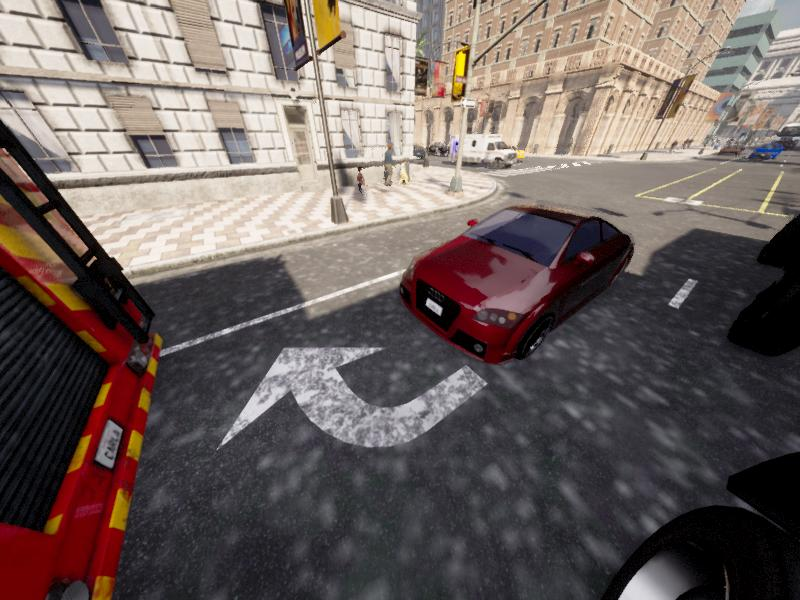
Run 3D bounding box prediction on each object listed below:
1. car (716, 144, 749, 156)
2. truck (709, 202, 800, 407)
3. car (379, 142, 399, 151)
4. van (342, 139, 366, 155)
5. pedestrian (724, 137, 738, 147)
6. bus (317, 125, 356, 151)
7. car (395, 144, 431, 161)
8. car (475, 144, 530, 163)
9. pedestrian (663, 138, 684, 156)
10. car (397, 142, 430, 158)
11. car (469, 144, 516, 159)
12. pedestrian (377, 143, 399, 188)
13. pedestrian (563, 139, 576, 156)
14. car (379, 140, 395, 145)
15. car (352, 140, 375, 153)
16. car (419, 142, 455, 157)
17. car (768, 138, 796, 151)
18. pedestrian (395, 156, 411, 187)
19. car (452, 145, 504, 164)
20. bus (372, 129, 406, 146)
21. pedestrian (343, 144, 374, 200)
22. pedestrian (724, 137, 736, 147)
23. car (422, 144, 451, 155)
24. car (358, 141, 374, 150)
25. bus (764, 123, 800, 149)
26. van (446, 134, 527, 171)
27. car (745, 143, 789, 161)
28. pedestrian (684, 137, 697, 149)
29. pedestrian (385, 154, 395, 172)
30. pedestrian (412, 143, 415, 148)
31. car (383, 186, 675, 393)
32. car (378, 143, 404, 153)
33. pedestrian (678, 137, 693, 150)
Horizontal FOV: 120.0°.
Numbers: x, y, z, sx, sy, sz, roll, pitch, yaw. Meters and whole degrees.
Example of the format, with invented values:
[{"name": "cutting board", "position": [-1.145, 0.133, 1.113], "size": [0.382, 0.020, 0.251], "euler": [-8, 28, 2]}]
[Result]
[{"name": "car", "position": [46.912, -21.213, 32.585], "size": [4.718, 1.301, 1.895], "euler": [-22, 41, -28]}, {"name": "truck", "position": [6.938, -0.532, 2.838], "size": [6.274, 2.098, 2.390], "euler": [-22, 40, -28]}, {"name": "car", "position": [-2.276, -31.401, 47.189], "size": [2.007, 1.525, 4.514], "euler": [-21, 40, -27]}, {"name": "van", "position": [-7.685, -25.488, 38.389], "size": [2.069, 2.038, 4.480], "euler": [-22, 40, -28]}, {"name": "pedestrian", "position": [75.428, -36.017, 52.623], "size": [0.751, 1.860, 0.751], "euler": [10, 36, 14]}, {"name": "bus", "position": [-14.002, -35.338, 50.502], "size": [3.944, 4.253, 10.273], "euler": [-22, 41, -28]}, {"name": "car", "position": [1.481, -17.814, 27.873], "size": [2.007, 1.525, 4.514], "euler": [-22, 41, -28]}, {"name": "car", "position": [11.426, -16.749, 26.246], "size": [1.801, 1.575, 5.366], "euler": [-22, 41, -28]}, {"name": "pedestrian", "position": [35.383, -19.853, 29.943], "size": [0.751, 1.860, 0.751], "euler": [-8, 36, -11]}, {"name": "car", "position": [1.833, -21.075, 32.377], "size": [2.242, 1.667, 4.611], "euler": [-22, 40, -28]}, {"name": "car", "position": [12.051, -19.658, 30.535], "size": [2.033, 1.411, 5.357], "euler": [-23, 41, -28]}, {"name": "pedestrian", "position": [-0.568, -6.618, 11.396], "size": [0.751, 1.860, 0.751], "euler": [-18, 39, -24]}, {"name": "pedestrian", "position": [21.779, -19.612, 29.693], "size": [0.751, 1.860, 0.751], "euler": [18, 39, 24]}, {"name": "car", "position": [-4.582, -55.283, 81.065], "size": [5.366, 1.575, 1.801], "euler": [-22, 40, -28]}, {"name": "car", "position": [-6.730, -28.134, 42.284], "size": [1.932, 1.855, 4.605], "euler": [-22, 40, -28]}, {"name": "car", "position": [5.222, -21.819, 33.435], "size": [1.930, 1.638, 5.238], "euler": [-22, 40, -28]}, {"name": "car", "position": [71.387, -29.114, 43.134], "size": [3.866, 1.878, 1.905], "euler": [-22, 41, -28]}, {"name": "pedestrian", "position": [0.123, -6.565, 11.802], "size": [0.751, 1.300, 0.751], "euler": [-1, 35, -2]}, {"name": "car", "position": [8.243, -15.819, 24.991], "size": [2.038, 1.542, 4.974], "euler": [-22, 41, -28]}, {"name": "bus", "position": [-3.472, -52.020, 74.095], "size": [10.273, 4.253, 3.944], "euler": [-22, 40, -28]}, {"name": "pedestrian", "position": [-1.622, -5.118, 9.273], "size": [0.751, 1.860, 0.751], "euler": [-29, 44, -34]}, {"name": "pedestrian", "position": [75.891, -36.348, 53.089], "size": [0.751, 1.860, 0.751], "euler": [-27, 43, -32]}, {"name": "car", "position": [5.848, -24.670, 37.778], "size": [1.895, 1.301, 4.718], "euler": [-22, 41, -28]}, {"name": "car", "position": [-7.971, -36.104, 53.949], "size": [1.816, 1.474, 4.193], "euler": [-21, 40, -27]}, {"name": "bus", "position": [80.912, -33.875, 47.760], "size": [10.273, 4.253, 3.944], "euler": [-22, 41, -28]}, {"name": "van", "position": [7.376, -13.398, 20.783], "size": [2.351, 2.431, 6.366], "euler": [-22, 41, -28]}, {"name": "car", "position": [41.764, -16.877, 26.263], "size": [5.008, 1.535, 1.882], "euler": [-22, 41, -27]}, {"name": "pedestrian", "position": [55.904, -30.189, 44.480], "size": [0.751, 1.860, 0.751], "euler": [-22, 41, -28]}, {"name": "pedestrian", "position": [-0.751, -10.210, 17.156], "size": [0.500, 1.100, 0.500], "euler": [-16, 38, -22]}, {"name": "pedestrian", "position": [3.116, -35.195, 52.602], "size": [0.500, 1.100, 0.500], "euler": [20, 40, 27]}, {"name": "car", "position": [2.062, -0.728, 3.747], "size": [4.181, 1.385, 1.994], "euler": [-22, 41, -28]}, {"name": "car", "position": [-1.724, -27.384, 41.597], "size": [2.033, 1.411, 5.357], "euler": [-22, 41, -28]}, {"name": "pedestrian", "position": [52.132, -28.560, 42.192], "size": [0.751, 1.860, 0.751], "euler": [-20, 40, -26]}]
